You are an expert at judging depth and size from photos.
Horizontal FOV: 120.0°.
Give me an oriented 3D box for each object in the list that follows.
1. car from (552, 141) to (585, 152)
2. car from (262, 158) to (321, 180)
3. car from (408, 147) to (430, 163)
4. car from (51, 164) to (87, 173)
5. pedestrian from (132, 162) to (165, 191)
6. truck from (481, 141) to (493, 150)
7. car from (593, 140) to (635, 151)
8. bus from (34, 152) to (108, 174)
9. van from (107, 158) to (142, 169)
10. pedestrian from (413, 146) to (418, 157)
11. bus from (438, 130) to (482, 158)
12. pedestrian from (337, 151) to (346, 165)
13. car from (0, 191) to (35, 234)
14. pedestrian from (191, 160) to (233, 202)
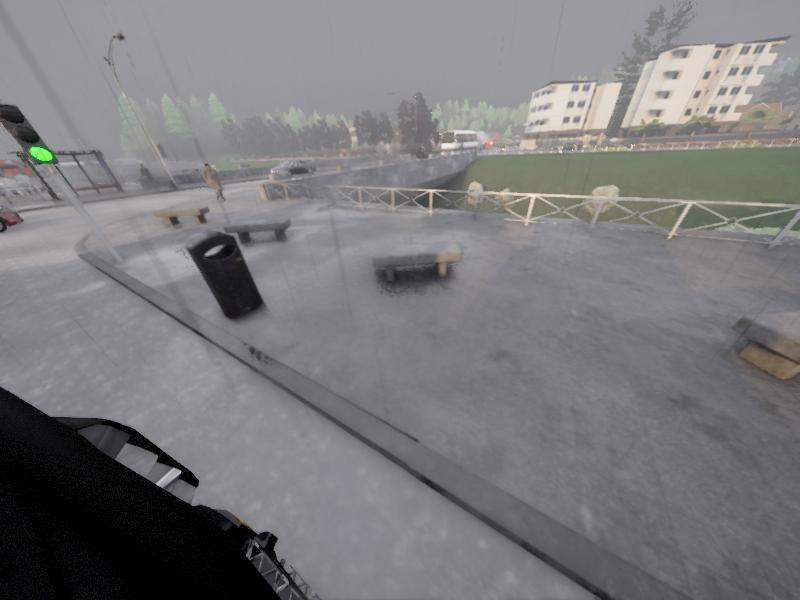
[{"bbox_3d":[33.320,-30.413,45.791,4.892,1.490,1.837,17,38,27],"label":"car"},{"bbox_3d":[-10.777,-13.287,23.325,2.128,1.511,4.902,17,38,27],"label":"car"},{"bbox_3d":[3.040,-22.832,36.296,1.905,1.878,3.866,16,38,26],"label":"car"},{"bbox_3d":[-86.169,-34.213,60.241,2.033,1.649,4.856,16,38,26],"label":"car"},{"bbox_3d":[-18.813,-9.243,17.299,0.751,1.860,0.751,17,38,27],"label":"pedestrian"},{"bbox_3d":[30.976,-55.215,82.340,2.627,2.467,5.204,16,38,26],"label":"truck"},{"bbox_3d":[39.440,-28.689,42.837,5.357,1.411,2.033,16,38,26],"label":"car"},{"bbox_3d":[-88.616,-37.216,62.573,3.944,4.253,10.273,16,38,26],"label":"bus"},{"bbox_3d":[-83.648,-41.552,70.233,1.988,2.561,5.915,16,38,26],"label":"van"},{"bbox_3d":[3.362,-32.268,50.241,0.751,1.860,0.751,-29,42,-34],"label":"pedestrian"},{"bbox_3d":[12.616,-32.641,48.196,3.944,4.253,10.273,23,42,36],"label":"bus"},{"bbox_3d":[-8.814,-21.305,34.677,0.751,1.860,0.751,15,38,25],"label":"pedestrian"},{"bbox_3d":[-16.984,-2.742,8.074,1.994,1.385,4.181,15,38,25],"label":"car"},{"bbox_3d":[-9.630,-6.114,11.901,0.751,1.860,0.751,9,35,17],"label":"pedestrian"}]
